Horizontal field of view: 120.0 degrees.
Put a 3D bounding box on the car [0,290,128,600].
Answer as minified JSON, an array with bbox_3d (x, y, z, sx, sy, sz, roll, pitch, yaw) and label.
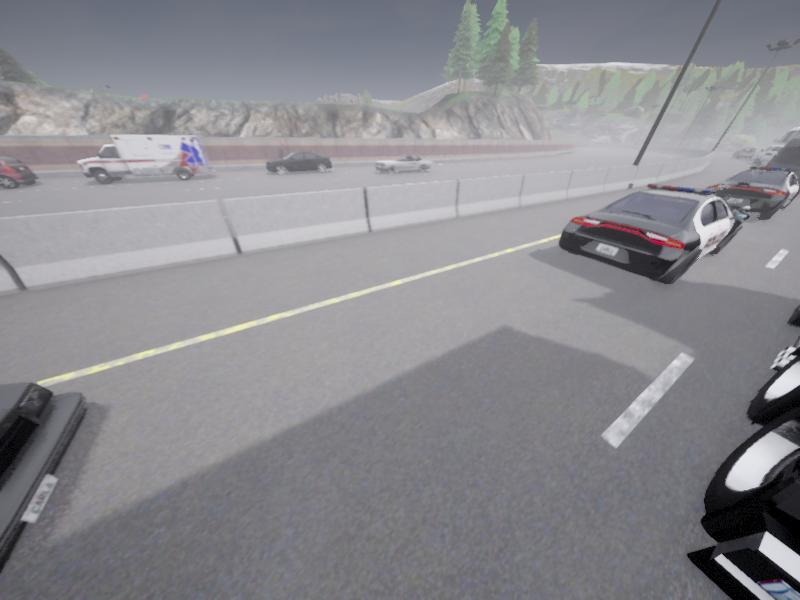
[{"bbox_3d":[-4.712,1.749,0.233,5.357,1.411,2.033,-18,39,-24],"label":"car"}]

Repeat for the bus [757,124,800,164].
[{"bbox_3d":[55.578,-21.483,31.850,3.944,4.253,10.273,29,43,34],"label":"bus"}]

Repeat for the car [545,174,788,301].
[{"bbox_3d":[6.117,-1.814,5.361,4.974,1.542,2.038,-18,39,-25],"label":"car"}]

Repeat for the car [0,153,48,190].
[{"bbox_3d":[-22.002,-6.548,11.847,3.705,1.549,1.789,-18,39,-24],"label":"car"}]

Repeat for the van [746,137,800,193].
[{"bbox_3d":[24.262,-8.331,14.071,5.915,2.561,1.988,-20,40,-27],"label":"van"}]

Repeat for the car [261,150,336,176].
[{"bbox_3d":[-8.011,-11.070,18.531,5.008,1.535,1.882,-18,39,-24],"label":"car"}]

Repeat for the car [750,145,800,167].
[{"bbox_3d":[45.647,-17.650,28.164,5.566,2.045,2.150,-28,44,-34],"label":"car"}]

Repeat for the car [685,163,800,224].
[{"bbox_3d":[14.293,-4.465,9.275,4.974,1.542,2.038,-18,39,-25],"label":"car"}]

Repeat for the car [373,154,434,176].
[{"bbox_3d":[0.316,-11.328,19.207,4.718,1.301,1.895,-18,39,-24],"label":"car"}]

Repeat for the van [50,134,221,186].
[{"bbox_3d":[-15.684,-8.951,14.612,6.366,2.431,2.351,-18,39,-24],"label":"van"}]

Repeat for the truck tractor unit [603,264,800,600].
[{"bbox_3d":[5.111,-0.296,0.799,6.516,4.208,3.053,-18,38,-24],"label":"truck tractor unit"}]
